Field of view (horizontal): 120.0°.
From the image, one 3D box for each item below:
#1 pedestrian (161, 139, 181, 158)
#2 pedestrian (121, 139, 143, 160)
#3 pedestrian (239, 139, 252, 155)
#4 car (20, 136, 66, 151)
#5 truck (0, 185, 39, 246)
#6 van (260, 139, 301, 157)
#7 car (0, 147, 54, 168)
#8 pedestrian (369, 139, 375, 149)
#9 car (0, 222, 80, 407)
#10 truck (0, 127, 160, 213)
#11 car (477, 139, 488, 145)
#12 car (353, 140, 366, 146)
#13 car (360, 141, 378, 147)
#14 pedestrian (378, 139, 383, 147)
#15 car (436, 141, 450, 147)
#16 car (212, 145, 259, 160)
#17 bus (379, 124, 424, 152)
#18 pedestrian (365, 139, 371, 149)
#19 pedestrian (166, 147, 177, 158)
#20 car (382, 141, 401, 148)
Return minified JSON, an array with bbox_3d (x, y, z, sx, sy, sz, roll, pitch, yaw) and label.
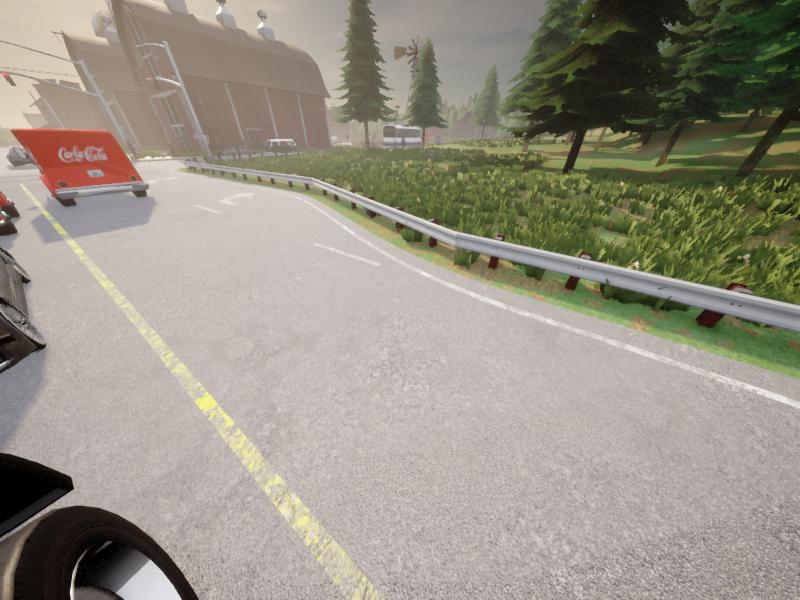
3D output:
[{"bbox_3d":[-26.739,-17.736,27.047,0.751,1.860,0.751,14,37,19],"label":"pedestrian"},{"bbox_3d":[-28.977,-16.280,24.960,0.751,1.860,0.751,25,42,31],"label":"pedestrian"},{"bbox_3d":[-22.045,-21.859,32.938,0.751,1.860,0.751,21,40,27],"label":"pedestrian"},{"bbox_3d":[-65.237,-28.686,42.288,3.866,1.878,1.905,-6,41,-6],"label":"car"},{"bbox_3d":[-12.589,-2.885,5.777,5.204,2.467,2.627,22,40,27],"label":"truck"},{"bbox_3d":[-17.007,-21.832,33.085,2.069,2.038,4.480,22,41,28],"label":"van"},{"bbox_3d":[-33.893,-13.090,21.087,4.181,1.385,1.994,28,43,33],"label":"car"},{"bbox_3d":[-6.214,-34.788,51.414,0.751,1.860,0.751,26,43,32],"label":"pedestrian"},{"bbox_3d":[-6.375,-0.093,2.710,4.902,1.511,2.128,22,41,28],"label":"car"},{"bbox_3d":[-13.312,-5.589,9.620,5.204,2.467,2.627,22,40,27],"label":"truck"},{"bbox_3d":[30.925,-59.302,86.796,1.905,1.878,3.866,-5,36,-8],"label":"car"},{"bbox_3d":[-13.461,-52.057,76.526,1.816,1.474,4.193,22,40,27],"label":"car"},{"bbox_3d":[-8.946,-44.681,66.095,4.902,1.511,2.128,21,40,27],"label":"car"},{"bbox_3d":[-4.926,-39.959,58.769,0.751,1.860,0.751,-19,39,-25],"label":"pedestrian"},{"bbox_3d":[12.555,-45.815,67.827,1.837,1.490,4.892,22,41,28],"label":"car"},{"bbox_3d":[-20.556,-18.654,29.130,1.994,1.385,4.181,22,41,28],"label":"car"},{"bbox_3d":[0.576,-33.738,48.201,3.944,4.253,10.273,22,41,28],"label":"bus"},{"bbox_3d":[-6.973,-33.982,50.264,0.751,1.860,0.751,27,43,32],"label":"pedestrian"},{"bbox_3d":[-27.257,-17.634,27.560,0.500,1.100,0.500,28,44,34],"label":"pedestrian"},{"bbox_3d":[-2.257,-42.079,62.435,4.792,1.488,2.163,21,40,27],"label":"car"}]
